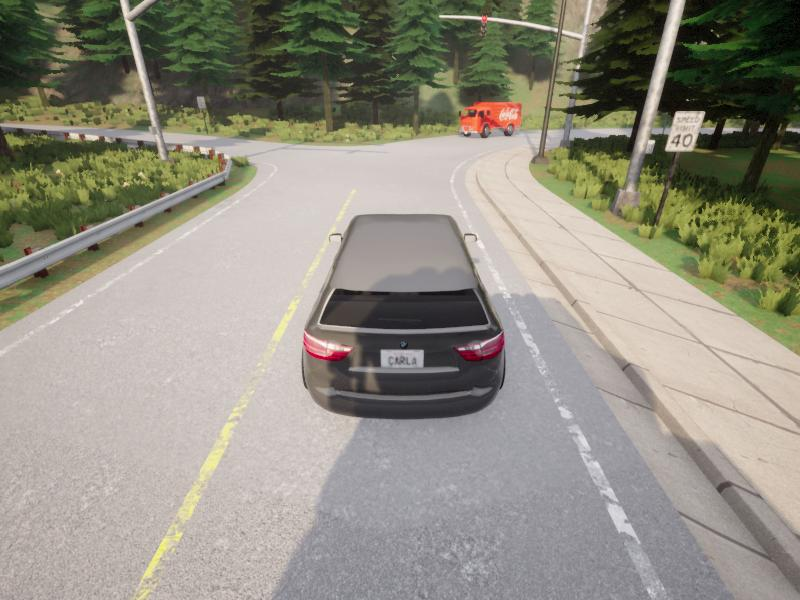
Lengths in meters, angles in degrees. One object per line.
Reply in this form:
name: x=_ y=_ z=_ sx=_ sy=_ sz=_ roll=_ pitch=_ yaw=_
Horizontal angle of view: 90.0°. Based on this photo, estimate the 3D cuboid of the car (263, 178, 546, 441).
car: x=0.042 y=-0.417 z=5.592 sx=2.242 sy=1.667 sz=4.611 roll=0 pitch=27 yaw=0

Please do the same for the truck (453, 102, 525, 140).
truck: x=7.092 y=-14.307 z=31.739 sx=5.204 sy=2.467 sz=2.627 roll=-20 pitch=33 yaw=-34
